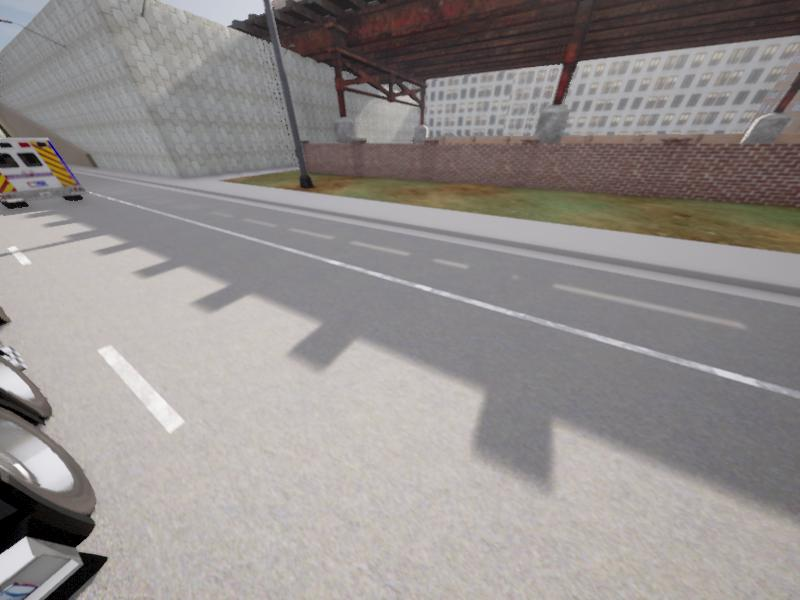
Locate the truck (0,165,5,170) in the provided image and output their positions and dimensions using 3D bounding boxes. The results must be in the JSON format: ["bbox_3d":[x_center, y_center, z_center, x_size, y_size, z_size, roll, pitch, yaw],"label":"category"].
[{"bbox_3d":[-44.425,-15.191,23.006,8.468,3.827,2.891,18,39,24],"label":"truck"}]

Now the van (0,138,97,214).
[{"bbox_3d":[-17.353,-5.832,10.470,6.366,2.431,2.351,18,39,24],"label":"van"}]

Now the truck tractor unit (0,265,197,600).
[{"bbox_3d":[-5.117,-0.292,0.789,6.516,4.208,3.053,18,39,24],"label":"truck tractor unit"}]
